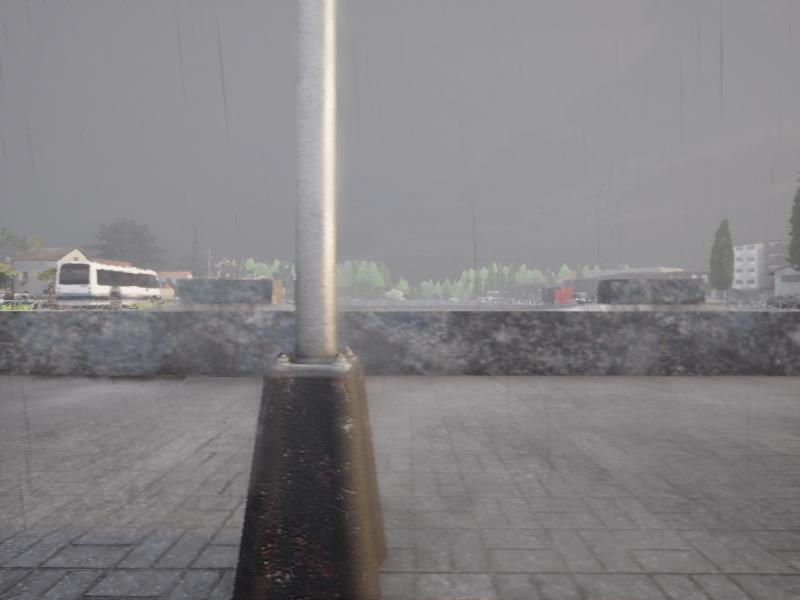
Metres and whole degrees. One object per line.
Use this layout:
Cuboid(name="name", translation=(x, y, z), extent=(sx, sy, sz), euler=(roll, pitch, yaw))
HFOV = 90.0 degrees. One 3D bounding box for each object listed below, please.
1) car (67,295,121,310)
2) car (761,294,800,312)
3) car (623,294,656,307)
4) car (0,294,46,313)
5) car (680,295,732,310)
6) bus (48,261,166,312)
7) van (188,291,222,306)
Cuboid(name="car", translation=(-31.693, 0.234, 41.610), extent=(1.837, 1.490, 4.892), euler=(0, 0, 0))
Cuboid(name="car", translation=(33.960, 0.248, 33.993), extent=(2.128, 1.511, 4.902), euler=(0, 0, 0))
Cuboid(name="car", translation=(34.152, 0.062, 57.149), extent=(1.932, 1.855, 4.605), euler=(0, 0, 0))
Cuboid(name="car", translation=(-31.770, 0.243, 32.857), extent=(1.970, 1.475, 3.806), euler=(0, 0, 0))
Cuboid(name="car", translation=(34.050, 0.212, 44.780), extent=(1.801, 1.575, 5.366), euler=(0, 0, 0))
Cuboid(name="bus", translation=(-27.831, -1.144, 39.048), extent=(3.944, 4.253, 10.273), euler=(0, 0, 0))
Cuboid(name="van", translation=(-31.493, -0.237, 64.876), extent=(2.351, 2.431, 6.366), euler=(0, 0, 0))
